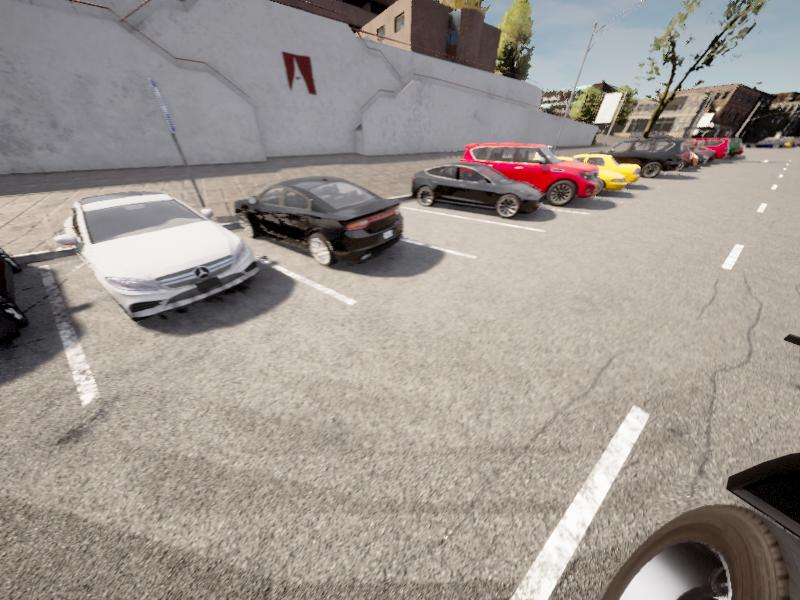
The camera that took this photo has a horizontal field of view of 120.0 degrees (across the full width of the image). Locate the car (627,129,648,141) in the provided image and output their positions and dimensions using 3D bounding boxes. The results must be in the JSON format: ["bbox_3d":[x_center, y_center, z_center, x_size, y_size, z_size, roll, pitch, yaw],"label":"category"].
[{"bbox_3d":[57.994,-40.405,56.499,2.435,2.045,5.566,27,42,25],"label":"car"}]

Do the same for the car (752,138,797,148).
[{"bbox_3d":[82.036,-34.437,50.769,4.553,1.767,2.185,25,42,33],"label":"car"}]

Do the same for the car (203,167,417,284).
[{"bbox_3d":[-2.278,-2.224,5.748,5.008,1.535,2.097,21,41,29],"label":"car"}]

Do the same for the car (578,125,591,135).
[{"bbox_3d":[51.102,-46.902,63.917,1.878,1.987,4.442,27,42,24],"label":"car"}]

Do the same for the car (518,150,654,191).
[{"bbox_3d":[9.854,-7.312,12.827,5.366,1.575,1.946,21,40,29],"label":"car"}]

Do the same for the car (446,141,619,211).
[{"bbox_3d":[5.117,-5.448,9.793,5.566,2.045,2.435,21,40,29],"label":"car"}]

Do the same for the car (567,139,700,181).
[{"bbox_3d":[14.893,-9.464,15.412,5.566,2.045,2.435,21,40,29],"label":"car"}]

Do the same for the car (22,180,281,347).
[{"bbox_3d":[-4.740,-1.191,4.380,4.674,1.452,2.002,21,40,29],"label":"car"}]

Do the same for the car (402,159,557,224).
[{"bbox_3d":[2.662,-4.210,8.552,4.792,1.488,2.163,21,40,29],"label":"car"}]

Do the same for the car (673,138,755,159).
[{"bbox_3d":[39.569,-19.335,29.460,5.566,2.045,2.435,21,40,29],"label":"car"}]

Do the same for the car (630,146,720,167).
[{"bbox_3d":[24.753,-13.226,21.178,4.892,1.521,2.231,21,40,29],"label":"car"}]

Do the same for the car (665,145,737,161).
[{"bbox_3d":[34.600,-17.134,26.824,4.674,1.452,2.002,21,40,29],"label":"car"}]

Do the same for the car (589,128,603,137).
[{"bbox_3d":[52.843,-45.131,62.257,2.231,1.521,4.892,27,42,25],"label":"car"}]

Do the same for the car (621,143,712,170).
[{"bbox_3d":[22.272,-12.349,19.710,4.553,1.767,2.185,21,40,28],"label":"car"}]

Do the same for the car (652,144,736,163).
[{"bbox_3d":[31.981,-16.247,25.484,5.366,1.575,1.946,21,40,29],"label":"car"}]

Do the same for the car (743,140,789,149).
[{"bbox_3d":[76.746,-32.685,48.566,4.792,1.488,2.163,25,42,32],"label":"car"}]

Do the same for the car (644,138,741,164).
[{"bbox_3d":[29.646,-15.414,23.859,5.566,2.045,2.435,21,40,28],"label":"car"}]

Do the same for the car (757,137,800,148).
[{"bbox_3d":[84.791,-35.308,51.826,4.442,1.987,1.878,26,42,33],"label":"car"}]

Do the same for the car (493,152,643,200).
[{"bbox_3d":[7.706,-6.197,11.254,5.366,1.575,1.946,21,40,29],"label":"car"}]

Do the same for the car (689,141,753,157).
[{"bbox_3d":[44.544,-21.170,32.301,4.553,1.767,2.185,22,40,29],"label":"car"}]

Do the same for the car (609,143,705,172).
[{"bbox_3d":[19.863,-11.333,18.267,4.553,1.767,2.185,21,40,29],"label":"car"}]

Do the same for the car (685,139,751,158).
[{"bbox_3d":[42.121,-20.261,30.825,4.442,1.987,1.878,22,40,29],"label":"car"}]

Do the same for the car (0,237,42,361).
[{"bbox_3d":[-7.224,-0.334,2.900,4.553,1.767,2.185,21,40,29],"label":"car"}]

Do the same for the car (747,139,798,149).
[{"bbox_3d":[79.565,-33.407,49.514,5.366,1.575,1.946,25,42,33],"label":"car"}]

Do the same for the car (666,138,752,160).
[{"bbox_3d":[37.042,-18.369,28.080,5.566,2.045,2.435,21,40,29],"label":"car"}]

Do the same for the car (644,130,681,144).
[{"bbox_3d":[54.647,-34.024,48.139,1.932,1.855,4.605,-21,45,-29],"label":"car"}]

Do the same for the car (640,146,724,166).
[{"bbox_3d":[27.187,-14.195,22.607,4.792,1.488,2.163,21,40,29],"label":"car"}]
